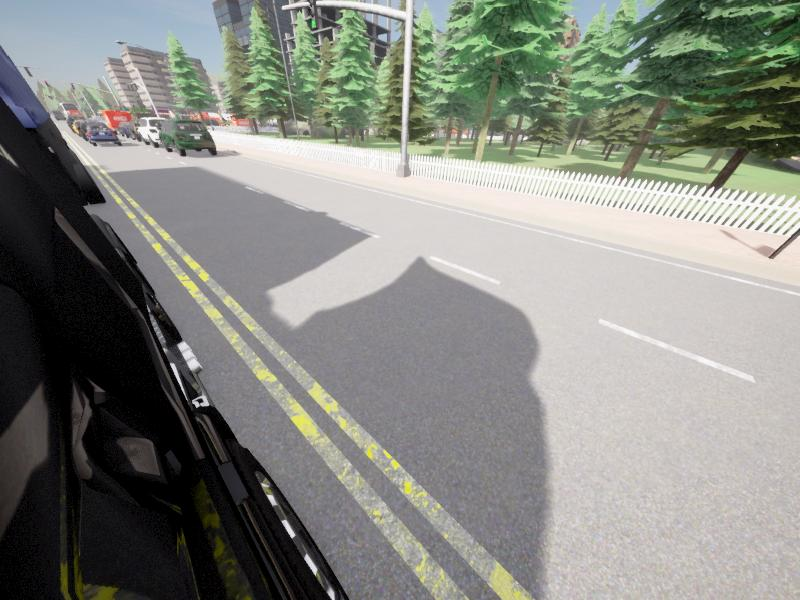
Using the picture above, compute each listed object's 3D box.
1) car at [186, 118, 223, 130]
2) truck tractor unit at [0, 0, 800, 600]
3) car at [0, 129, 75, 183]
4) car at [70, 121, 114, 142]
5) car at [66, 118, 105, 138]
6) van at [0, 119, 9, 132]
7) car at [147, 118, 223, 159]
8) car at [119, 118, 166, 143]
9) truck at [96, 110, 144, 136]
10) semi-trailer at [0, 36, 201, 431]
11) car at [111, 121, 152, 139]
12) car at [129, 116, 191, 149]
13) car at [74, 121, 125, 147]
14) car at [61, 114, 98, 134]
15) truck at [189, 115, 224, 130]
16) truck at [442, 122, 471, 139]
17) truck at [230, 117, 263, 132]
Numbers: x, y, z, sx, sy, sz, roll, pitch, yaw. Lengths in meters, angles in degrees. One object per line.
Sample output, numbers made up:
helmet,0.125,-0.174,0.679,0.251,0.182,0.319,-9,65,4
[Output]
car,-43.666,-39.401,51.797,2.150,2.045,5.566,27,43,29
truck tractor unit,-2.645,-0.295,0.351,6.516,4.208,3.053,28,44,30
car,-15.556,-6.036,9.506,3.806,1.475,1.970,28,44,30
car,-29.835,-16.367,22.385,4.193,1.474,1.816,28,44,30
car,-35.185,-19.258,25.819,5.366,1.575,1.801,28,44,30
van,-47.282,-20.414,26.214,4.480,2.038,2.069,28,44,30
car,-15.337,-11.627,16.494,5.566,2.045,2.150,28,43,30
car,-26.498,-17.493,23.763,4.605,1.855,1.932,28,44,30
truck,-36.381,-22.994,29.991,5.204,2.467,2.627,28,44,30
semi-trailer,-8.659,-3.634,4.261,14.254,4.402,2.717,29,44,30
car,-31.511,-19.997,27.122,4.792,1.488,2.163,28,44,30
car,-20.938,-14.603,20.115,5.566,2.045,2.150,28,44,30
car,-24.989,-13.823,19.228,3.705,1.549,1.789,28,44,30
car,-40.578,-22.251,29.227,4.605,1.855,1.932,28,44,30
truck,-45.424,-41.661,54.361,2.627,2.467,5.204,27,43,29
truck,17.913,-54.251,73.947,8.468,3.827,2.891,8,37,7
truck,-34.514,-39.516,52.175,2.627,2.467,5.204,27,43,29
